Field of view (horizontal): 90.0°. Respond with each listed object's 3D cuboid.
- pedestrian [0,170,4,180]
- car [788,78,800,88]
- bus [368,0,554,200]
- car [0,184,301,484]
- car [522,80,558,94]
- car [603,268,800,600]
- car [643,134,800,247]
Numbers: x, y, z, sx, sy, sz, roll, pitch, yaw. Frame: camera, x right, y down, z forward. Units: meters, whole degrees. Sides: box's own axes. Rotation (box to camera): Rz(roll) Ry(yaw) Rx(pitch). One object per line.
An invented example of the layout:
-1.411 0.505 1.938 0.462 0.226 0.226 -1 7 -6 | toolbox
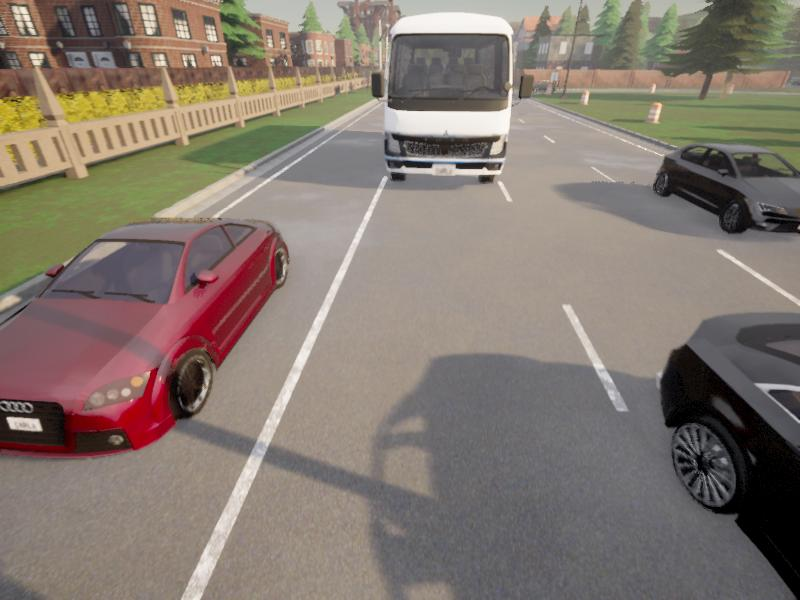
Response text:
-11.592 -3.828 10.972 0.500 1.100 0.500 3 30 4 | pedestrian
72.246 -38.488 70.939 2.128 1.511 4.902 3 30 4 | car
1.672 -7.149 14.000 3.944 4.253 10.273 3 30 4 | bus
-2.884 -0.151 4.865 1.994 1.385 4.181 3 30 4 | car
18.286 -27.907 52.328 3.806 1.475 1.970 -8 31 -14 | car
3.318 1.622 1.757 2.128 1.511 4.902 -1 31 -2 | car
7.802 -2.723 9.252 1.816 1.474 4.193 1 30 1 | car
